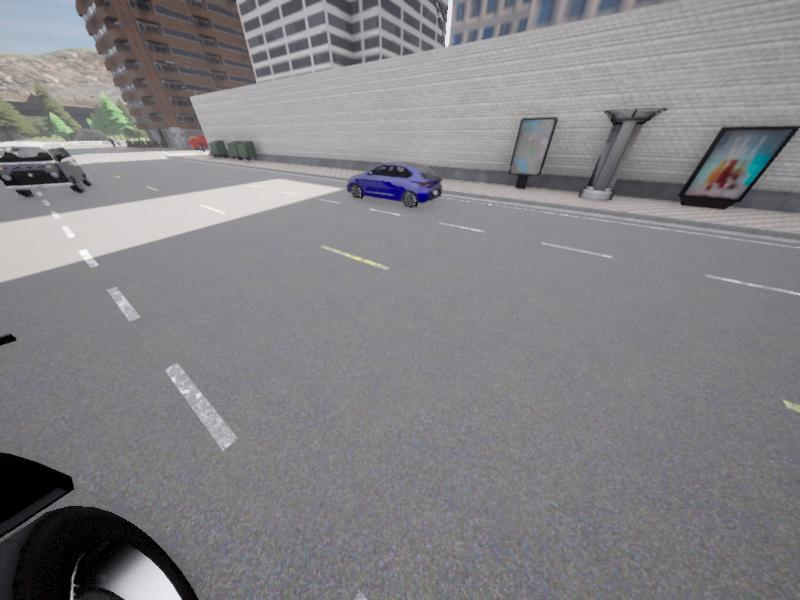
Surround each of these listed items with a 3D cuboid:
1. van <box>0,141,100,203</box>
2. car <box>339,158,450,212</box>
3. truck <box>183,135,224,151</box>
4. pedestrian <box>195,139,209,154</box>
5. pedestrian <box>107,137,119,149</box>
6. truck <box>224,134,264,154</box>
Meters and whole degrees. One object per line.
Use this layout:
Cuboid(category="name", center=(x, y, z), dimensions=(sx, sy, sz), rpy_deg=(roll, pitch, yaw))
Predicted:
Cuboid(category="van", center=(-16.379, -6.064, 10.622), dimensions=(2.069, 2.038, 4.480), rpy_deg=(-27, 43, -33))
Cuboid(category="car", center=(-0.319, -4.968, 9.695), dimensions=(4.193, 1.474, 1.816), rpy_deg=(22, 41, 28))
Cuboid(category="truck", center=(-39.276, -31.572, 46.392), dimensions=(2.627, 2.467, 5.204), rpy_deg=(22, 41, 28))
Cuboid(category="pedestrian", center=(-28.803, -22.365, 33.627), dimensions=(0.751, 1.860, 0.751), rpy_deg=(-9, 36, -13))
Cuboid(category="pedestrian", center=(-56.764, -31.084, 45.674), dimensions=(0.751, 1.860, 0.751), rpy_deg=(25, 42, 31))
Cuboid(category="truck", center=(-24.206, -24.270, 35.914), dimensions=(5.204, 2.467, 2.615), rpy_deg=(22, 41, 28))
